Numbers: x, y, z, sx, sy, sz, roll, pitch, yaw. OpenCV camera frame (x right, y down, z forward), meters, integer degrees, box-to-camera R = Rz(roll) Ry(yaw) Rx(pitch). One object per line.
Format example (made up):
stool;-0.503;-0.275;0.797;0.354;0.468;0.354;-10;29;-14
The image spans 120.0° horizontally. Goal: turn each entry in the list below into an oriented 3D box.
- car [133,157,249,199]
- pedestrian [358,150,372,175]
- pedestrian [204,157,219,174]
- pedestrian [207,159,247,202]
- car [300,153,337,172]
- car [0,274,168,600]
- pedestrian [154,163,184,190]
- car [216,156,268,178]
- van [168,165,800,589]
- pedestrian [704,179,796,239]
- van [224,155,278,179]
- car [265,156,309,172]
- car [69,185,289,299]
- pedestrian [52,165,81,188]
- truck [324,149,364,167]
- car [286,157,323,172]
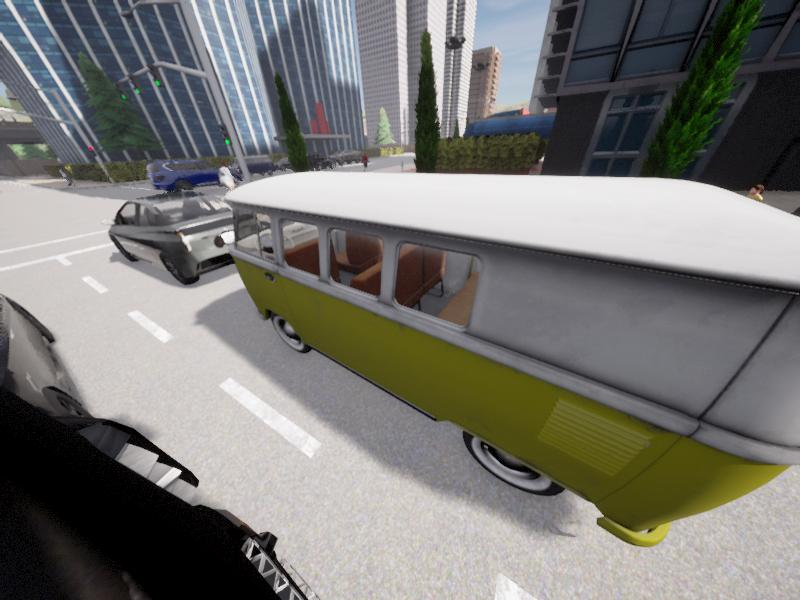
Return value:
car;-14.730;-9.069;16.859;2.150;2.045;5.566;16;38;25
pedestrian;-3.085;-12.243;20.598;0.751;1.860;0.751;14;37;23
pedestrian;-25.520;-18.231;31.319;0.751;1.860;0.751;16;38;26
pedestrian;-8.750;-6.071;11.741;0.751;1.860;0.751;14;37;24
car;-10.240;-17.512;29.363;1.905;1.878;3.866;15;38;25
car;-4.383;0.769;1.737;4.514;1.525;2.007;16;38;26
pedestrian;-18.730;-10.065;18.788;0.751;1.860;0.751;-4;34;-1
car;-19.142;-16.337;28.285;1.932;1.855;4.605;16;38;25
van;-0.016;-0.208;2.458;4.442;1.987;1.775;19;39;29
pedestrian;7.500;-1.971;5.019;0.500;1.100;0.500;8;35;15
van;-16.599;-15.028;26.023;1.775;1.987;4.442;16;38;25
car;-15.970;-19.451;32.959;2.152;1.651;5.027;16;38;25
car;-5.208;-1.704;5.521;4.514;1.525;2.007;16;38;26
pedestrian;-32.717;-12.124;22.678;0.751;1.860;0.751;20;40;30
truck;-8.844;-22.972;37.285;2.390;2.098;6.274;16;38;25
car;-12.913;-18.552;31.508;1.816;1.474;4.193;16;38;25
